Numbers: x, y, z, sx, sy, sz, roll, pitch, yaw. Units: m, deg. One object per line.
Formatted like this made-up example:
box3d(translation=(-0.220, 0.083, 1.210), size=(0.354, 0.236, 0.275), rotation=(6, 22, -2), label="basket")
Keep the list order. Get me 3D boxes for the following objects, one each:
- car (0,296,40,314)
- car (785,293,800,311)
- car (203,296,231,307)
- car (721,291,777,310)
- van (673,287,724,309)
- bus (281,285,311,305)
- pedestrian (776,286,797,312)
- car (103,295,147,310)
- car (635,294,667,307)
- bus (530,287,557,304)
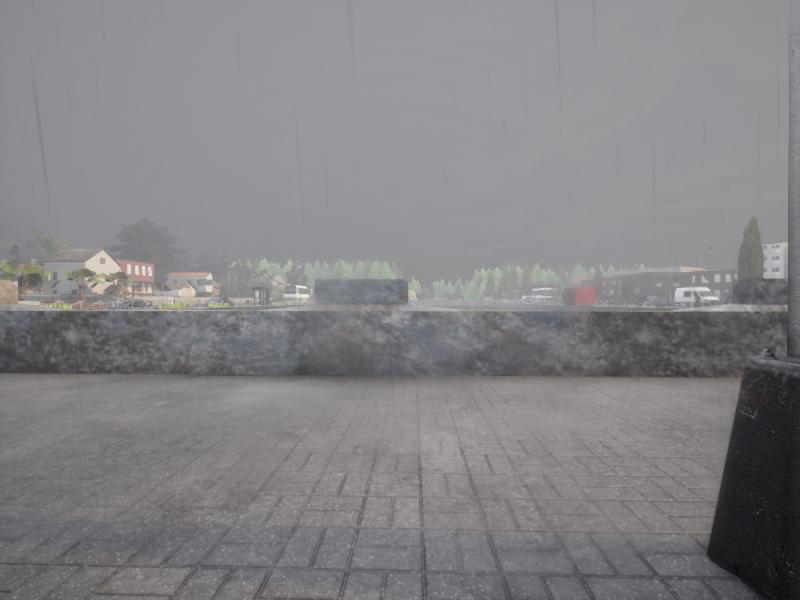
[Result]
box3d(translation=(-29.577, 0.344, 29.421), size=(1.895, 1.301, 4.718), rotation=(0, 0, 2), label="car")
box3d(translation=(36.340, 0.201, 34.239), size=(1.801, 1.575, 5.366), rotation=(0, 0, 2), label="car")
box3d(translation=(-28.466, 0.168, 62.287), size=(2.033, 1.649, 4.856), rotation=(0, 0, 2), label="car")
box3d(translation=(36.603, 0.052, 42.120), size=(1.932, 1.855, 4.605), rotation=(0, 0, 2), label="car")
box3d(translation=(36.850, -0.278, 49.652), size=(1.988, 2.561, 5.915), rotation=(0, 0, 2), label="van")
box3d(translation=(-23.601, -1.139, 91.377), size=(3.944, 4.253, 10.273), rotation=(0, 0, 2), label="bus")
box3d(translation=(28.045, -0.053, 29.042), size=(0.751, 1.860, 0.751), rotation=(0, 0, 3), label="pedestrian")
box3d(translation=(-29.134, 0.253, 42.498), size=(1.970, 1.475, 3.806), rotation=(0, 0, 2), label="car")
box3d(translation=(37.181, 0.095, 59.416), size=(2.097, 1.767, 4.553), rotation=(0, 0, 2), label="car")
box3d(translation=(38.950, -1.139, 108.703), size=(3.944, 4.253, 10.273), rotation=(0, 0, 2), label="bus")
